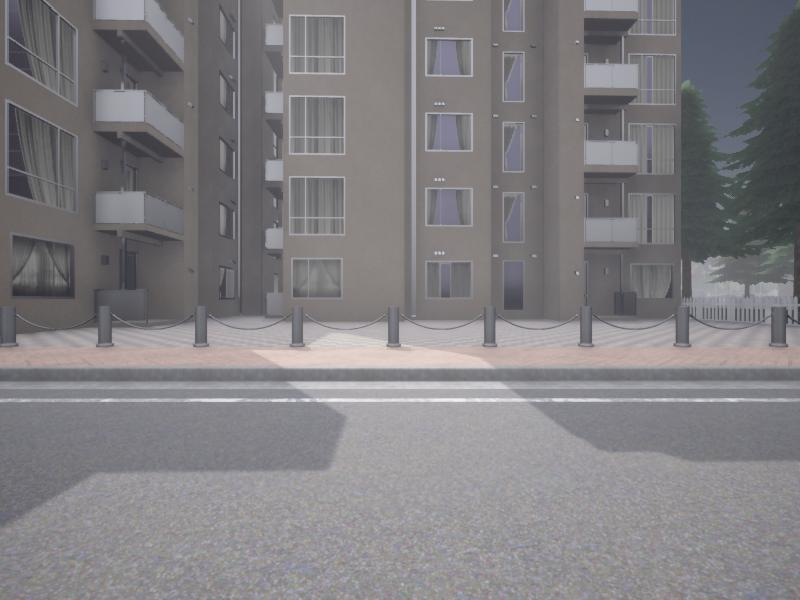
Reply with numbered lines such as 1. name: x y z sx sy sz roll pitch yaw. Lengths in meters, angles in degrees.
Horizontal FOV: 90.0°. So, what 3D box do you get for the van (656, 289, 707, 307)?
1. van: 40.253 -0.277 57.331 5.915 2.561 1.988 0 0 -1
